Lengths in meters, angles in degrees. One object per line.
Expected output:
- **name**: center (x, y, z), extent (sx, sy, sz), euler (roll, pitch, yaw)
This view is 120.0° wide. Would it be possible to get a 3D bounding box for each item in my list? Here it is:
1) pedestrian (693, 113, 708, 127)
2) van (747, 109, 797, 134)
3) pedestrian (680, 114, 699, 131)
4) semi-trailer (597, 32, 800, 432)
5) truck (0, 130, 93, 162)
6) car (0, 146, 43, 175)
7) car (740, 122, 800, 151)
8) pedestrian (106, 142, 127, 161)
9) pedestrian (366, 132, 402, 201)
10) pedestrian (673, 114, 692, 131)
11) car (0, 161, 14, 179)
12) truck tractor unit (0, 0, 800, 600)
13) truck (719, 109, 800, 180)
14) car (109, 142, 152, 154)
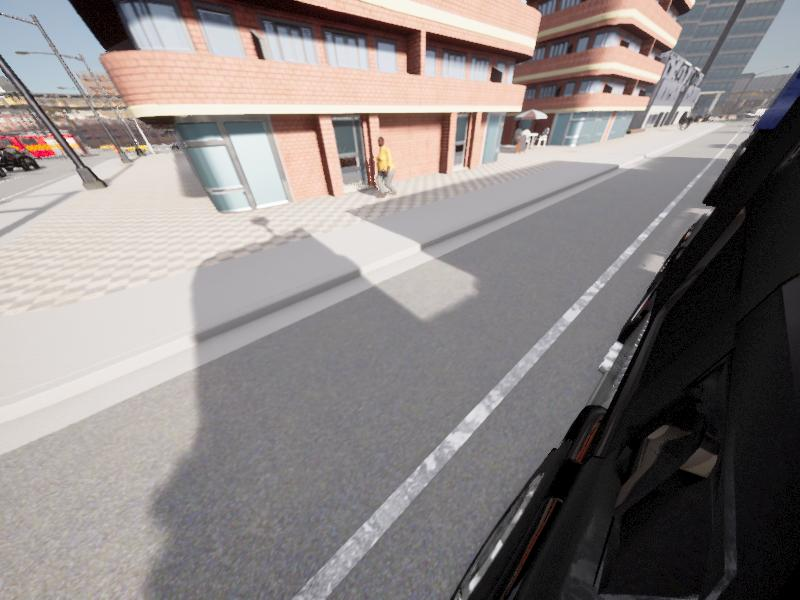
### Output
- **pedestrian**: center (52.082, -31.259, 40.104), extent (0.751, 1.860, 0.751), euler (23, 44, 30)
- **van**: center (41.239, -19.814, 25.703), extent (4.480, 2.038, 2.069), euler (-28, 44, -30)
- **pedestrian**: center (39.912, -24.466, 31.842), extent (0.751, 1.860, 0.751), euler (-23, 41, -24)
- **semi-trailer**: center (8.744, -3.589, 4.161), extent (14.254, 4.402, 2.717), euler (-28, 43, -29)
- **truck**: center (-59.691, -25.972, 38.890), extent (8.468, 3.827, 2.891), euler (-25, 42, -26)
- **car**: center (-39.337, -14.097, 23.251), extent (2.150, 2.045, 5.566), euler (-30, 45, -32)
- **car**: center (25.699, -11.316, 15.939), extent (4.181, 1.385, 1.994), euler (-28, 43, -29)
- **pedestrian**: center (-34.750, -18.233, 28.335), extent (0.751, 1.860, 0.751), euler (-31, 45, -33)
- **pedestrian**: center (-0.486, -4.383, 7.640), extent (0.751, 1.860, 0.751), euler (-28, 44, -30)
- **pedestrian**: center (39.281, -24.657, 32.123), extent (0.751, 1.860, 0.751), euler (-20, 40, -22)
- **car**: center (-34.207, -10.417, 18.449), extent (2.038, 1.542, 4.974), euler (-30, 44, -31)
- **truck tractor unit**: center (2.645, -0.295, 0.351), extent (6.516, 4.208, 3.053), euler (-28, 44, -30)
- **truck**: center (16.526, -6.780, 9.887), extent (6.274, 2.098, 2.390), euler (-26, 42, -30)
- **car**: center (-53.979, -30.518, 46.434), extent (5.366, 1.575, 1.801), euler (-23, 42, -25)
